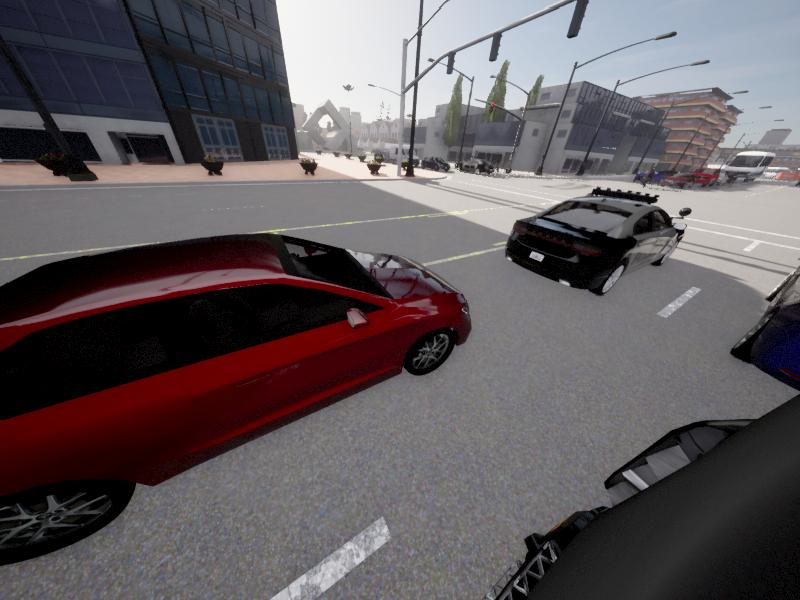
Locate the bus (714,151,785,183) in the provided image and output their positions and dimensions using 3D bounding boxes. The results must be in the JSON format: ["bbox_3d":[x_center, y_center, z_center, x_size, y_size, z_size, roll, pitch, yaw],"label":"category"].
[{"bbox_3d":[59.332,-22.681,39.284,10.273,4.253,3.944,-17,38,-26],"label":"bus"}]

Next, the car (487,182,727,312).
[{"bbox_3d":[4.753,-1.609,5.291,5.238,1.638,1.930,-16,38,-26],"label":"car"}]

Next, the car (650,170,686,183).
[{"bbox_3d":[37.962,-17.536,32.740,4.892,1.490,1.837,-16,38,-26],"label":"car"}]

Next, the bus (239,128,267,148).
[{"bbox_3d":[-42.369,-46.801,67.082,3.944,4.253,10.273,-7,35,-15],"label":"bus"}]

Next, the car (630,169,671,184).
[{"bbox_3d":[32.373,-15.985,29.839,5.008,1.535,1.882,-16,38,-27],"label":"car"}]

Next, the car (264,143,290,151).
[{"bbox_3d":[-30.230,-37.602,56.840,5.357,1.411,2.033,11,34,12],"label":"car"}]

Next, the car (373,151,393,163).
[{"bbox_3d":[-2.807,-23.660,38.155,1.845,1.501,3.633,-16,38,-27],"label":"car"}]

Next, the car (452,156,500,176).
[{"bbox_3d":[8.796,-15.958,27.436,1.930,1.638,5.238,-17,38,-28],"label":"car"}]

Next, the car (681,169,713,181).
[{"bbox_3d":[49.765,-21.026,38.729,5.008,1.535,1.882,-17,38,-26],"label":"car"}]

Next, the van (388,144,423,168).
[{"bbox_3d":[0.621,-20.772,33.158,1.988,2.561,5.915,-15,38,-26],"label":"van"}]

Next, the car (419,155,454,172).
[{"bbox_3d":[4.320,-16.609,28.136,1.816,1.474,4.193,-15,38,-26],"label":"car"}]

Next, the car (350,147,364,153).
[{"bbox_3d":[-16.336,-57.313,88.157,4.856,1.649,2.033,11,34,11],"label":"car"}]

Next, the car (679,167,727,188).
[{"bbox_3d":[38.871,-15.784,29.658,5.566,2.045,2.150,-16,38,-26],"label":"car"}]

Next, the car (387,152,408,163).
[{"bbox_3d":[-0.495,-25.269,40.897,1.816,1.474,4.193,-15,37,-26],"label":"car"}]

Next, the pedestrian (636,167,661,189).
[{"bbox_3d":[24.436,-12.036,22.755,0.751,1.860,0.751,10,34,10],"label":"pedestrian"}]

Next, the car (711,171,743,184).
[{"bbox_3d":[50.675,-19.008,35.838,4.193,1.474,1.816,-17,38,-26],"label":"car"}]

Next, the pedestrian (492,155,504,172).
[{"bbox_3d":[12.551,-17.497,29.650,0.751,1.860,0.751,-6,34,-14],"label":"pedestrian"}]

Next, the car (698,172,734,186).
[{"bbox_3d":[45.347,-17.416,33.146,4.674,1.442,1.812,-16,38,-26],"label":"car"}]

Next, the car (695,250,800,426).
[{"bbox_3d":[6.342,0.233,2.778,4.792,1.488,2.163,-16,38,-26],"label":"car"}]

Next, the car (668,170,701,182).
[{"bbox_3d":[44.286,-19.317,35.989,4.181,1.385,1.994,-15,38,-25],"label":"car"}]

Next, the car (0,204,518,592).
[{"bbox_3d":[-1.190,0.152,2.295,4.193,1.474,1.816,-16,38,-26],"label":"car"}]

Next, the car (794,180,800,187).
[{"bbox_3d":[62.218,-17.988,34.903,5.008,1.535,1.882,-17,38,-26],"label":"car"}]

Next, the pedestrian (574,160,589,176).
[{"bbox_3d":[25.161,-18.209,31.988,0.751,1.860,0.751,-10,36,-20],"label":"pedestrian"}]

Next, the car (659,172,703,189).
[{"bbox_3d":[31.772,-13.532,26.137,4.674,1.442,1.812,-16,38,-26],"label":"car"}]
